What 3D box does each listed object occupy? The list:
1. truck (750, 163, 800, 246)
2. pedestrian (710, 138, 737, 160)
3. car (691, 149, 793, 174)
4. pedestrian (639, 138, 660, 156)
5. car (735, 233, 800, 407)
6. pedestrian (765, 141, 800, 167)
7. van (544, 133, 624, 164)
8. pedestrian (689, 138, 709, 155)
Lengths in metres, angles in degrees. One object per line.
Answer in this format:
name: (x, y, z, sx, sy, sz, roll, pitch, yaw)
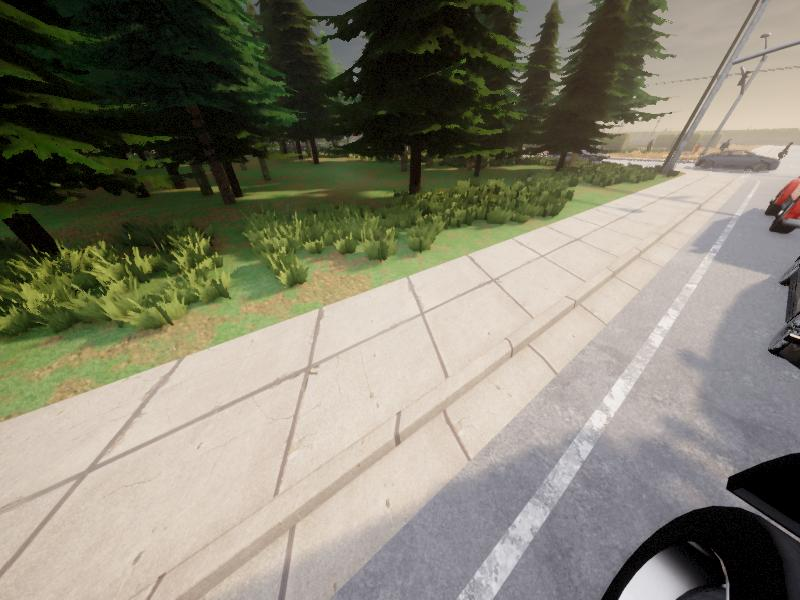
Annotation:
truck: (12.430, -3.014, 5.961, 5.204, 2.467, 2.627, -23, 41, -28)
pedestrian: (33.563, -15.658, 24.001, 0.751, 1.860, 0.751, 22, 41, 28)
car: (26.225, -10.870, 18.015, 1.994, 1.385, 4.181, -28, 43, -33)
pedestrian: (30.911, -18.938, 28.670, 0.751, 1.860, 0.751, -3, 35, -4)
car: (6.439, -0.040, 2.634, 4.902, 1.511, 2.128, -22, 41, -28)
pedestrian: (33.089, -12.655, 20.014, 0.751, 1.860, 0.751, -27, 43, -33)
van: (19.526, -16.466, 25.000, 1.988, 2.561, 5.915, -22, 40, -28)
pedestrian: (40.519, -20.862, 31.334, 0.751, 1.860, 0.751, 22, 41, 28)
